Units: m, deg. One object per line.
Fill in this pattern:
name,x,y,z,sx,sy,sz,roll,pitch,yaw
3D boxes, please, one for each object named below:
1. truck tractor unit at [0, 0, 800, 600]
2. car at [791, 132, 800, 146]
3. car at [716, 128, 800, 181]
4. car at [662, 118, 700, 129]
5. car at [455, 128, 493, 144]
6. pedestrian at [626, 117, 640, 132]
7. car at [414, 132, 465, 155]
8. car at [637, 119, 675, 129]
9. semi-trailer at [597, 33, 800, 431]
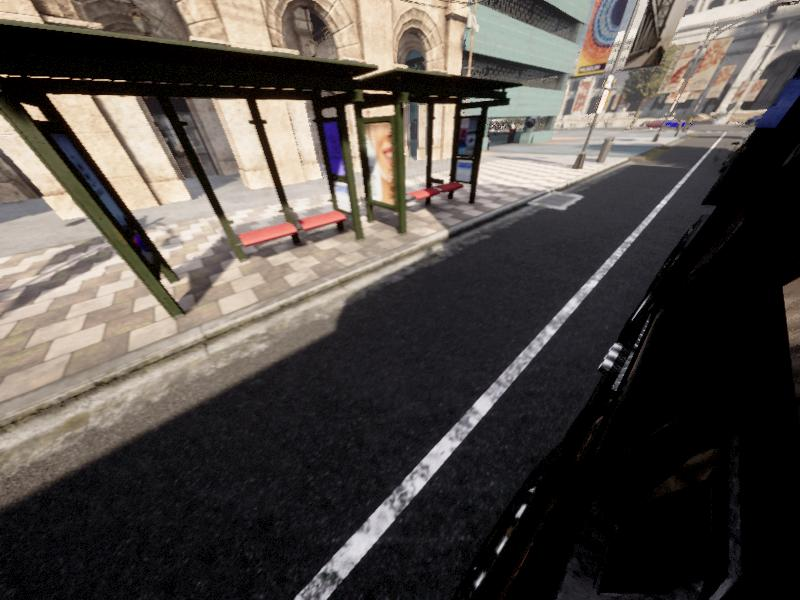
truck tractor unit,2.645,-0.295,0.351,6.516,4.208,3.053,-28,44,-30
car,30.371,-11.821,16.356,4.674,1.442,1.812,-31,45,-32
car,16.032,-6.549,10.160,4.892,1.490,1.837,-29,44,-30
car,52.415,-32.972,43.211,1.816,1.474,4.193,-29,44,-30
car,9.880,-21.850,30.766,4.902,1.511,2.128,-29,44,-31
pedestrian,38.014,-28.641,37.706,0.751,1.860,0.751,-20,40,-22
car,3.818,-15.226,22.360,4.786,1.482,2.161,-29,44,-31
car,52.489,-36.143,47.445,2.163,1.488,4.792,-29,44,-30
semi-trailer,8.757,-3.560,4.175,14.254,4.402,2.717,-27,43,-29
